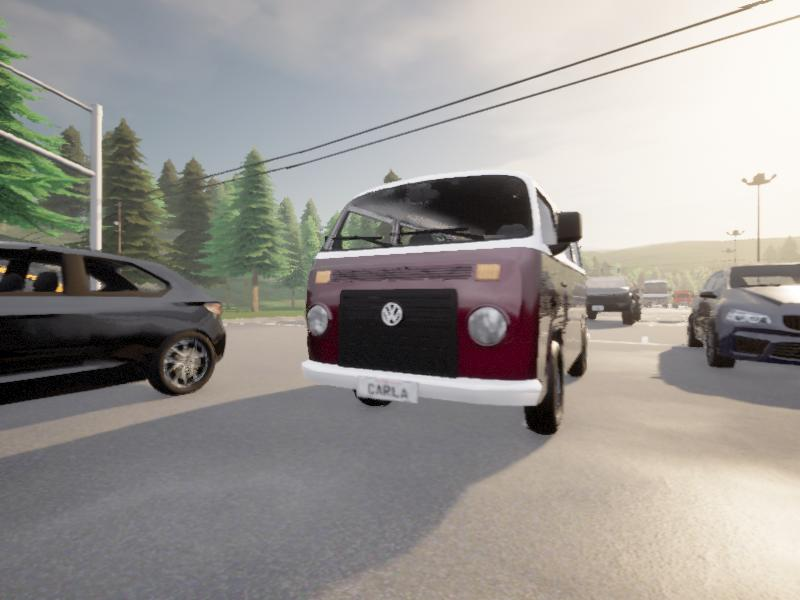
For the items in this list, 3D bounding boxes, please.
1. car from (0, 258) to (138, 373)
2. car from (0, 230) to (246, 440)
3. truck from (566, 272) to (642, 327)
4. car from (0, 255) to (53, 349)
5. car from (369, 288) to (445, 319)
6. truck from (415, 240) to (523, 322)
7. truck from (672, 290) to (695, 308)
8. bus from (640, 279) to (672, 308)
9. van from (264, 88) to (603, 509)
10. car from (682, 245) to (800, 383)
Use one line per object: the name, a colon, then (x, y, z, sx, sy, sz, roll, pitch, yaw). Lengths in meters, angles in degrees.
car: (-6.550, 0.205, 5.174, 1.882, 1.535, 5.008, 0, 0, 28)
car: (-3.590, 0.244, 3.261, 1.816, 1.474, 4.193, 0, 0, 28)
truck: (9.579, -0.024, 18.427, 2.390, 2.098, 6.274, 0, 0, 34)
car: (-9.488, 0.027, 7.120, 1.932, 1.855, 4.605, 0, 0, 28)
car: (0.555, 0.188, 23.799, 2.152, 1.651, 5.027, 0, 0, 34)
truck: (4.340, -0.905, 23.161, 2.891, 3.827, 8.468, 0, 0, 35)
truck: (41.168, -0.106, 58.114, 2.627, 2.467, 5.204, 0, 0, 35)
bus: (41.237, -0.997, 64.167, 3.944, 4.253, 10.273, 0, 0, 35)
van: (0.994, -0.030, 4.400, 2.069, 2.038, 4.480, 0, 1, 29)
car: (6.297, 0.178, 6.685, 2.242, 1.667, 4.611, 0, 0, 31)
